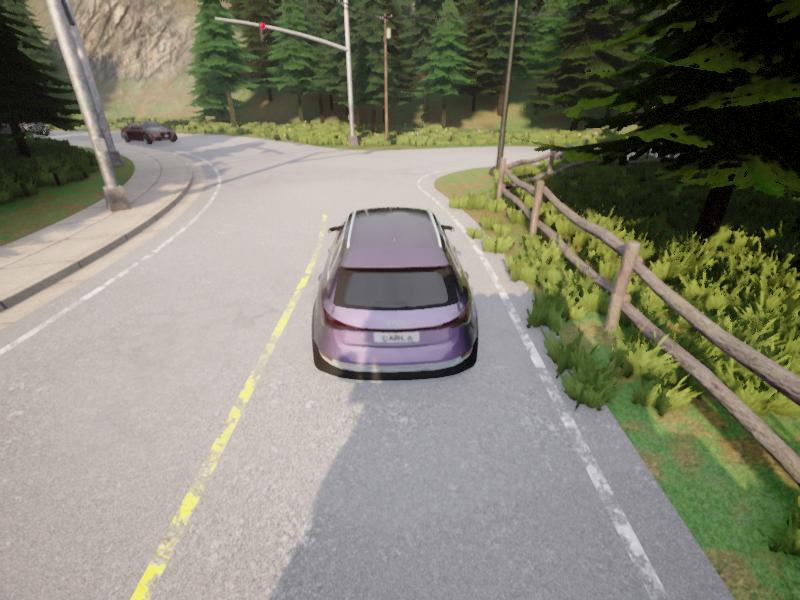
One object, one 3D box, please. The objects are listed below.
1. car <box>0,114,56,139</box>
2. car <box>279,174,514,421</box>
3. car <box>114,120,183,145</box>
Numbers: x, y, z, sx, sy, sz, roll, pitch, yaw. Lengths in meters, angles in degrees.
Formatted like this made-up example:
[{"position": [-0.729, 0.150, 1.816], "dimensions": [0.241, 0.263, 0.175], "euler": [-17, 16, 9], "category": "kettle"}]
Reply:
[{"position": [-30.633, -13.666, 31.441], "dimensions": [5.027, 1.651, 2.152], "euler": [1, 27, 2], "category": "car"}, {"position": [-0.115, -0.596, 5.994], "dimensions": [2.033, 1.649, 4.856], "euler": [-1, 27, -2], "category": "car"}, {"position": [-17.691, -11.818, 28.125], "dimensions": [4.181, 1.385, 1.994], "euler": [14, 31, 26], "category": "car"}]
